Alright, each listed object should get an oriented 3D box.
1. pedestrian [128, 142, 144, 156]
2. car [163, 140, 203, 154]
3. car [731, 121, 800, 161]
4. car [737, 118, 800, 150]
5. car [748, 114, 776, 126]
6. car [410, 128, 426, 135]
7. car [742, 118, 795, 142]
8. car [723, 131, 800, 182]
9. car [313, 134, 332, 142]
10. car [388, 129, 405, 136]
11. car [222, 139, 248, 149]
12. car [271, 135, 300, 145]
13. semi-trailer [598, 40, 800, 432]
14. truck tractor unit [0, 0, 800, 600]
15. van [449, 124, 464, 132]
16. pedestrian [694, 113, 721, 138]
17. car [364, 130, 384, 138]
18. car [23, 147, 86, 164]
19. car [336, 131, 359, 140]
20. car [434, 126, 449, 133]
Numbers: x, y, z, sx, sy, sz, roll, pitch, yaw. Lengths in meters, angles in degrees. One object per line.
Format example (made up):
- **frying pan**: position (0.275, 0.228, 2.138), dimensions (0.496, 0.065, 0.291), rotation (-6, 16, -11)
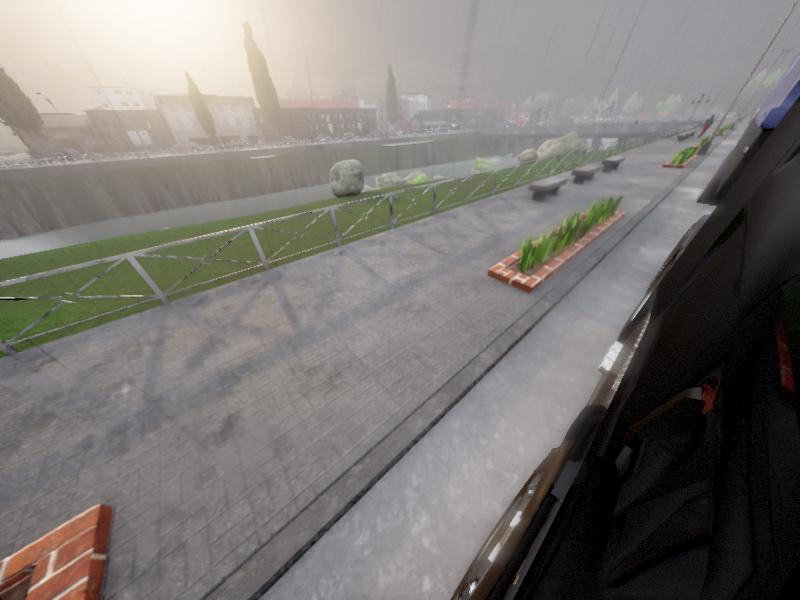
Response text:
- **pedestrian**: position (-44.361, -25.405, 38.818), dimensions (0.751, 1.860, 0.751), rotation (5, 38, 11)
- **car**: position (-39.582, -28.063, 42.279), dimensions (5.027, 1.651, 2.152), rotation (-28, 44, -30)
- **car**: position (20.928, -9.003, 12.984), dimensions (4.514, 1.525, 2.007), rotation (-28, 44, -30)
- **car**: position (26.069, -11.763, 16.316), dimensions (4.514, 1.525, 2.007), rotation (-28, 44, -30)
- **car**: position (60.220, -30.031, 38.502), dimensions (4.181, 1.385, 1.994), rotation (-28, 44, -30)
- **car**: position (5.481, -52.237, 71.543), dimensions (5.008, 1.535, 1.882), rotation (-28, 44, -30)
- **car**: position (31.235, -14.515, 19.681), dimensions (4.193, 1.474, 1.816), rotation (-28, 44, -30)
- **car**: position (15.664, -6.103, 9.624), dimensions (4.181, 1.385, 1.994), rotation (-28, 44, -30)
- **car**: position (-18.707, -39.214, 55.861), dimensions (3.806, 1.475, 1.970), rotation (-28, 44, -30)
- **car**: position (-0.975, -48.791, 67.339), dimensions (4.974, 1.542, 2.038), rotation (-28, 44, -30)
- **car**: position (-33.159, -31.453, 46.487), dimensions (3.806, 1.475, 1.970), rotation (-28, 44, -30)
- **car**: position (-25.494, -35.640, 51.416), dimensions (5.238, 1.638, 1.930), rotation (-28, 44, -30)
- **semi-trailer**: position (8.692, -3.620, 4.218), dimensions (14.254, 4.402, 2.717), rotation (-28, 44, -30)
- **truck tractor unit**: position (2.645, -0.295, 0.352), dimensions (6.516, 4.208, 3.053), rotation (-28, 44, -30)
- **van**: position (18.448, -56.267, 75.635), dimensions (4.480, 2.038, 2.069), rotation (-28, 44, -30)
- **pedestrian**: position (29.479, -16.704, 22.175), dimensions (0.751, 1.860, 0.751), rotation (-27, 43, -28)
- **car**: position (-7.071, -45.539, 63.368), dimensions (4.856, 1.649, 2.033), rotation (-28, 44, -30)
- **car**: position (-51.403, -21.718, 34.609), dimensions (4.856, 1.649, 2.033), rotation (-28, 44, -30)
- **car**: position (-13.451, -42.108, 59.228), dimensions (5.238, 1.638, 1.930), rotation (-28, 44, -30)
- **car**: position (13.957, -56.832, 77.012), dimensions (5.238, 1.638, 1.930), rotation (-28, 44, -30)
